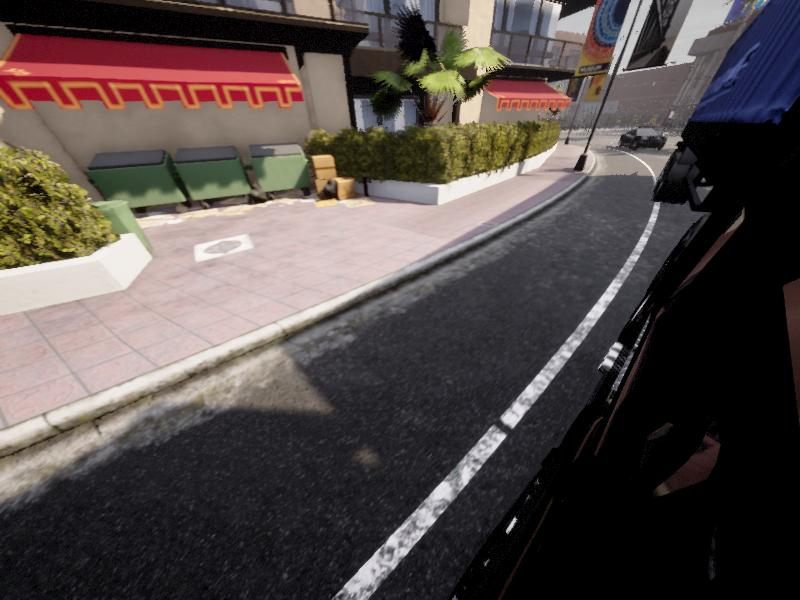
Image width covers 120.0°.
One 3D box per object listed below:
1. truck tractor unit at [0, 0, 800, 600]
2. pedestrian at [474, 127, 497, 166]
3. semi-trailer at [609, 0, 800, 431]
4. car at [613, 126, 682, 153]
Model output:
[{"bbox_3d":[2.645,-0.295,0.351,6.516,4.208,3.053,-28,44,-30],"label":"truck tractor unit"},{"bbox_3d":[5.062,-9.103,13.763,0.751,1.860,0.751,26,45,33],"label":"pedestrian"},{"bbox_3d":[8.165,-3.897,4.721,2.717,4.402,14.254,28,46,34],"label":"semi-trailer"},{"bbox_3d":[20.554,-13.705,19.572,1.930,1.638,5.238,11,39,16],"label":"car"}]
